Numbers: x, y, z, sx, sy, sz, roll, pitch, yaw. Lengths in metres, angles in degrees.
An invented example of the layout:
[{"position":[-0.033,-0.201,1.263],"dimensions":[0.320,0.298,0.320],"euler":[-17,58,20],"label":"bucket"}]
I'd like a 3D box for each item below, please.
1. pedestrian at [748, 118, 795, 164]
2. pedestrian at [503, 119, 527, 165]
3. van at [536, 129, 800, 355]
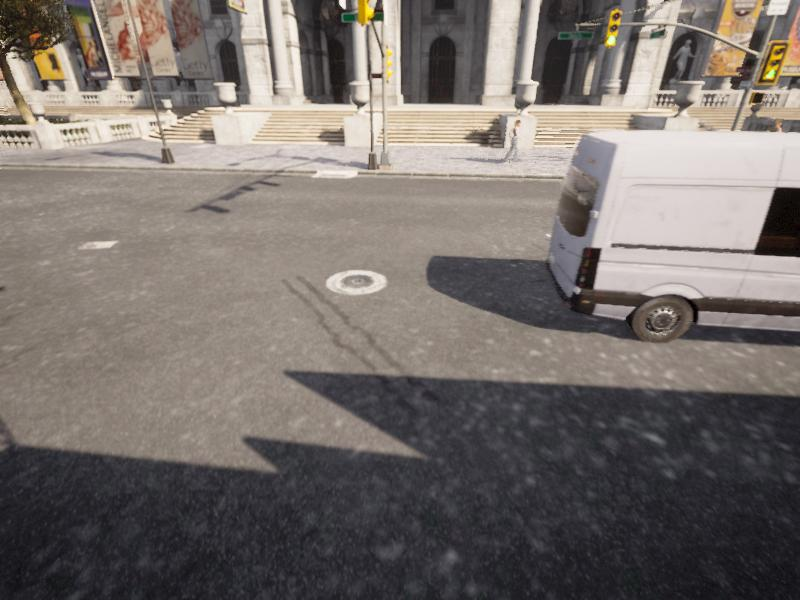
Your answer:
[{"position":[16.911,-7.251,18.244],"dimensions":[0.751,1.860,0.751],"euler":[-1,27,-1],"label":"pedestrian"},{"position":[5.164,-7.129,18.026],"dimensions":[0.751,1.860,0.751],"euler":[3,27,6],"label":"pedestrian"},{"position":[5.286,-0.873,5.515],"dimensions":[5.915,2.561,1.988],"euler":[3,27,7],"label":"van"}]
